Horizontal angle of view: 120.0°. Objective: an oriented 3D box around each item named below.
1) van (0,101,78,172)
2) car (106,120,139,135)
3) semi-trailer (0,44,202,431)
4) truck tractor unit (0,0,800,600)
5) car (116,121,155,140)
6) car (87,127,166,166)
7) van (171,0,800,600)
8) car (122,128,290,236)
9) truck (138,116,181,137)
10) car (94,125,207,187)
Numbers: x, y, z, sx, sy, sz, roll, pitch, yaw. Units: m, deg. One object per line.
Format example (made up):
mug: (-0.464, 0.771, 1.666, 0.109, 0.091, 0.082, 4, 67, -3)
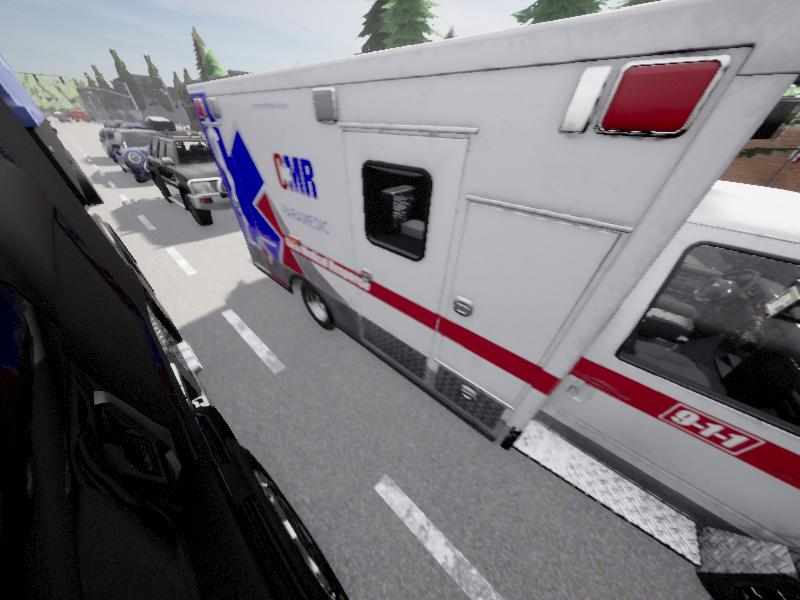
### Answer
van: (-18.997, -8.271, 11.505, 6.366, 2.431, 2.351, 28, 44, 30)
car: (-37.326, -23.143, 31.016, 4.892, 1.490, 1.837, 28, 44, 30)
semi-trailer: (-8.700, -3.602, 4.231, 14.254, 4.402, 2.717, 28, 44, 30)
truck tractor unit: (-2.645, -0.295, 0.351, 6.516, 4.208, 3.053, 28, 44, 30)
car: (-30.294, -19.415, 26.427, 5.008, 1.535, 1.882, 28, 44, 30)
car: (-15.903, -9.002, 13.409, 4.514, 1.525, 2.007, 28, 44, 30)
van: (0.728, -0.508, 2.321, 6.366, 2.431, 2.351, 28, 44, 30)
car: (-5.460, -3.581, 6.508, 4.605, 1.855, 1.932, 28, 44, 30)
truck: (-32.957, -23.809, 31.654, 6.274, 2.098, 2.390, 28, 44, 30)
car: (-10.744, -6.362, 9.973, 4.553, 1.767, 2.097, 28, 44, 30)
